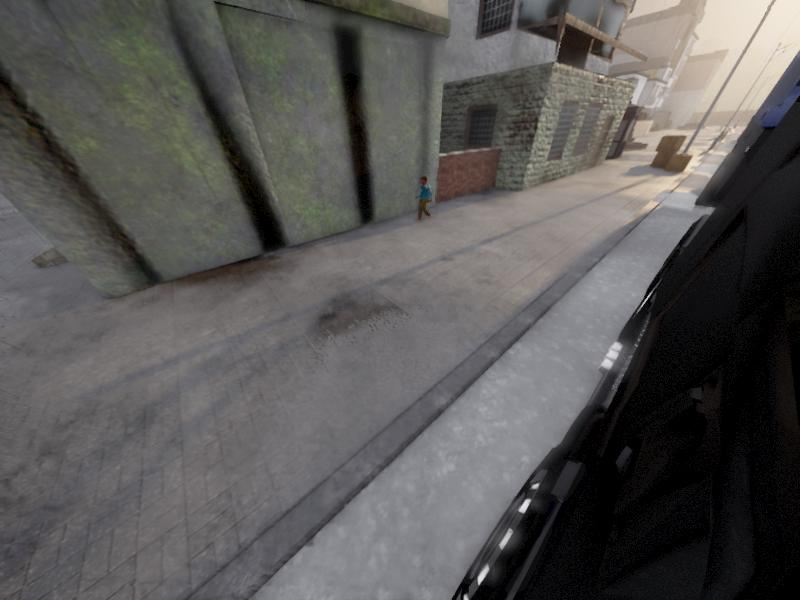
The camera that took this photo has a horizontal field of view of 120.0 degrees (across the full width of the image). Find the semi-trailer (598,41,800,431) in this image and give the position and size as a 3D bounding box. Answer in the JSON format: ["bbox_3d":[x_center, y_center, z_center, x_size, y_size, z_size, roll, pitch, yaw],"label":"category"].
[{"bbox_3d":[8.692,-3.587,4.266,14.254,4.402,2.717,-28,44,-30],"label":"semi-trailer"}]

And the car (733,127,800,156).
[{"bbox_3d":[24.946,-10.865,15.777,4.181,1.385,1.994,-28,43,-30],"label":"car"}]

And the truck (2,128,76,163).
[{"bbox_3d":[-53.665,-23.326,34.784,2.891,3.827,8.468,-28,43,-30],"label":"truck"}]

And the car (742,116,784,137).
[{"bbox_3d":[43.077,-20.612,27.514,3.866,1.878,1.905,-28,44,-30],"label":"car"}]

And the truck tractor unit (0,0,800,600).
[{"bbox_3d":[2.645,-0.295,0.351,6.516,4.208,3.053,-28,44,-30],"label":"truck tractor unit"}]

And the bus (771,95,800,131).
[{"bbox_3d":[62.292,-28.664,35.363,10.273,4.253,3.944,-28,43,-30],"label":"bus"}]

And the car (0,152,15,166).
[{"bbox_3d":[-52.951,-18.143,29.873,1.895,1.301,4.718,-28,43,-30],"label":"car"}]

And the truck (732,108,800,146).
[{"bbox_3d":[33.094,-15.608,20.798,5.204,2.467,2.627,-28,44,-30],"label":"truck"}]

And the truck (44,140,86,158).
[{"bbox_3d":[-60.401,-27.404,41.788,2.627,2.467,5.204,-28,43,-30],"label":"truck"}]

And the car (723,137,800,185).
[{"bbox_3d":[15.933,-6.087,9.896,4.718,1.301,1.895,-27,43,-30],"label":"car"}]

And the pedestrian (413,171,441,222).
[{"bbox_3d":[0.683,-2.715,6.097,0.500,1.100,0.500,-21,41,-24],"label":"pedestrian"}]

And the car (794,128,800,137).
[{"bbox_3d":[46.991,-19.457,25.956,5.238,1.638,1.930,-28,44,-30],"label":"car"}]

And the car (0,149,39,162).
[{"bbox_3d":[-59.521,-22.695,36.247,1.812,1.442,4.674,-28,43,-30],"label":"car"}]
